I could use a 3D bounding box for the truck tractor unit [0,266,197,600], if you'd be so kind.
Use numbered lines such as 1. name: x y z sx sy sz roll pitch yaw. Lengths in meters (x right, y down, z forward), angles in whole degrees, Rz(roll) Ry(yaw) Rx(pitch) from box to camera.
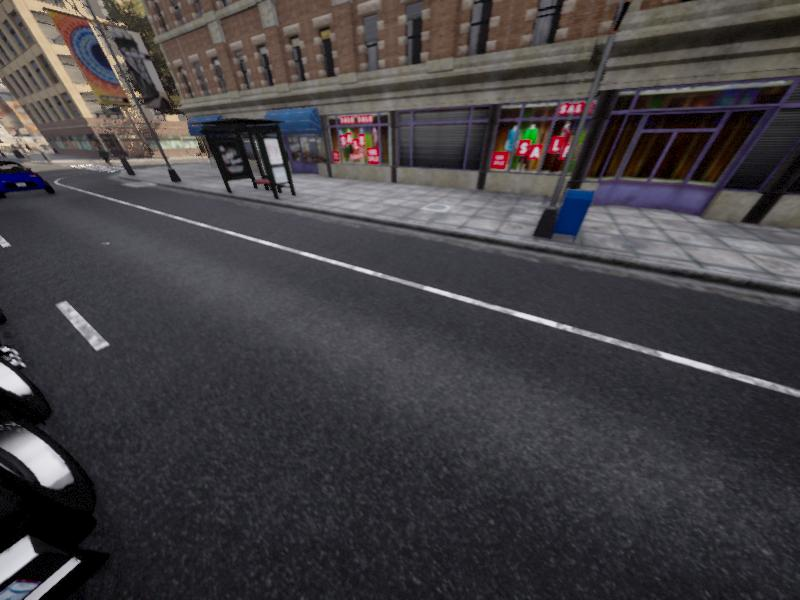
1. truck tractor unit: -5.116 -0.297 0.772 6.516 4.208 3.053 18 39 24

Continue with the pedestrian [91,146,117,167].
1. pedestrian: -30.431 -14.752 23.760 0.751 1.860 0.751 17 39 23

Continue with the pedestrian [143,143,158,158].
1. pedestrian: -37.047 -22.267 34.337 0.751 1.860 0.751 26 43 32

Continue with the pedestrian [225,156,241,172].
1. pedestrian: -13.273 -10.813 18.358 0.500 1.100 0.500 15 38 21

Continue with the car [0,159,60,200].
1. car: -20.261 -6.369 12.021 4.193 1.474 1.816 18 39 24

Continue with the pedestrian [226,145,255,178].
1. pedestrian: -10.535 -9.173 15.316 0.751 1.860 0.751 11 36 16
